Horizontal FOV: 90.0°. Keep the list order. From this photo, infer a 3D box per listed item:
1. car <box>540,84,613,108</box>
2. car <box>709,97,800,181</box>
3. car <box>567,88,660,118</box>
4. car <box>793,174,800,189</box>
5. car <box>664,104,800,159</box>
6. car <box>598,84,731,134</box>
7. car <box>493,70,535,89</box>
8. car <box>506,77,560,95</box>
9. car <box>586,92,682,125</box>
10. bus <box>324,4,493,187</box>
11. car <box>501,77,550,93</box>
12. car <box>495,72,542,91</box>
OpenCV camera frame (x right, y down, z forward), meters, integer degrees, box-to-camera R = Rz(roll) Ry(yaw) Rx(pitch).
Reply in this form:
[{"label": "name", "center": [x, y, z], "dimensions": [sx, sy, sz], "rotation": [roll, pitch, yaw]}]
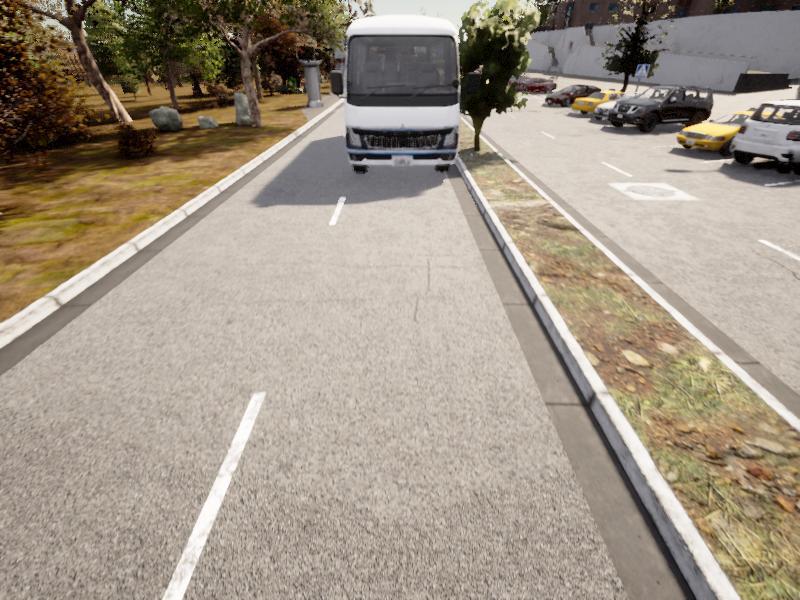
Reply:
[{"label": "car", "center": [13.825, -16.092, 31.459], "dimensions": [4.792, 1.488, 2.163], "rotation": [-10, 33, -17]}, {"label": "car", "center": [13.863, -5.506, 13.324], "dimensions": [5.566, 2.045, 2.435], "rotation": [-10, 32, -17]}, {"label": "car", "center": [14.018, -13.047, 26.377], "dimensions": [5.366, 1.575, 1.946], "rotation": [-10, 33, -17]}, {"label": "car", "center": [13.858, -3.735, 10.887], "dimensions": [4.792, 1.488, 2.163], "rotation": [-10, 32, -17]}, {"label": "car", "center": [13.665, -6.793, 15.965], "dimensions": [5.366, 1.575, 1.946], "rotation": [-10, 33, -17]}, {"label": "car", "center": [13.819, -10.113, 21.033], "dimensions": [5.566, 2.045, 2.435], "rotation": [-10, 33, -17]}, {"label": "car", "center": [13.979, -27.217, 49.309], "dimensions": [4.442, 1.987, 1.878], "rotation": [-10, 33, -17]}, {"label": "car", "center": [13.835, -22.319, 41.724], "dimensions": [4.792, 1.488, 2.163], "rotation": [-10, 33, -17]}, {"label": "car", "center": [13.848, -11.424, 23.768], "dimensions": [4.674, 1.452, 2.002], "rotation": [-10, 33, -17]}, {"label": "bus", "center": [0.114, -7.722, 14.850], "dimensions": [3.944, 4.253, 10.273], "rotation": [0, 31, -1]}, {"label": "car", "center": [13.858, -23.875, 44.310], "dimensions": [4.674, 1.452, 2.002], "rotation": [-10, 33, -17]}, {"label": "car", "center": [13.837, -25.559, 46.765], "dimensions": [4.553, 1.767, 2.185], "rotation": [-10, 33, -17]}]
